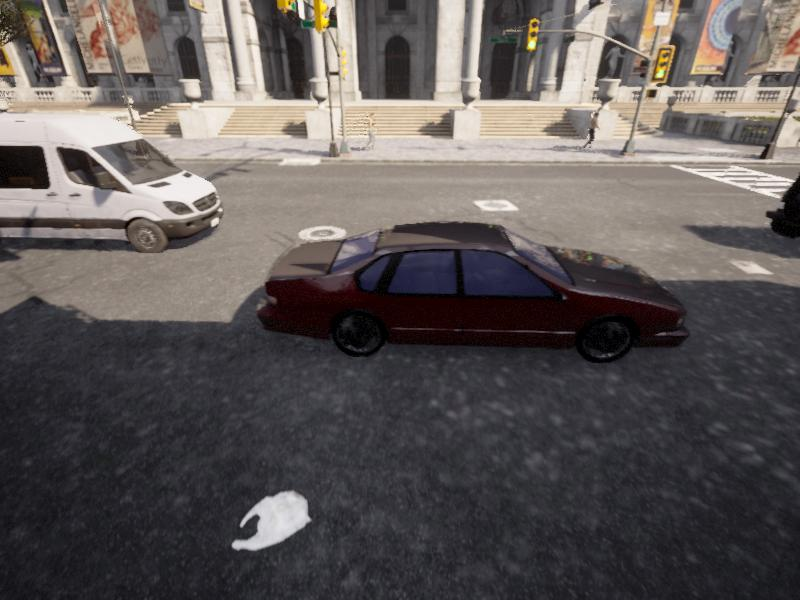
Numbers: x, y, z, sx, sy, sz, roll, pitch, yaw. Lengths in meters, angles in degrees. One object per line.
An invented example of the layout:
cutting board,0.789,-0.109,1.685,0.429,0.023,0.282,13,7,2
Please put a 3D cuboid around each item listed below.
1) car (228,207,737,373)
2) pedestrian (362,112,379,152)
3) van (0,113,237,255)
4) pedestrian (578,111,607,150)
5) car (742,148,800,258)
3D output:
car,0.856,-0.277,5.467,5.357,1.411,2.033,1,28,2
pedestrian,-1.491,-8.720,20.730,0.751,1.860,0.751,1,28,2
van,-7.053,-2.563,8.605,5.915,2.561,1.988,1,28,2
pedestrian,10.218,-8.991,21.245,0.751,1.860,0.751,-3,28,-6
car,9.970,-1.941,8.110,3.866,1.878,1.905,1,28,2
